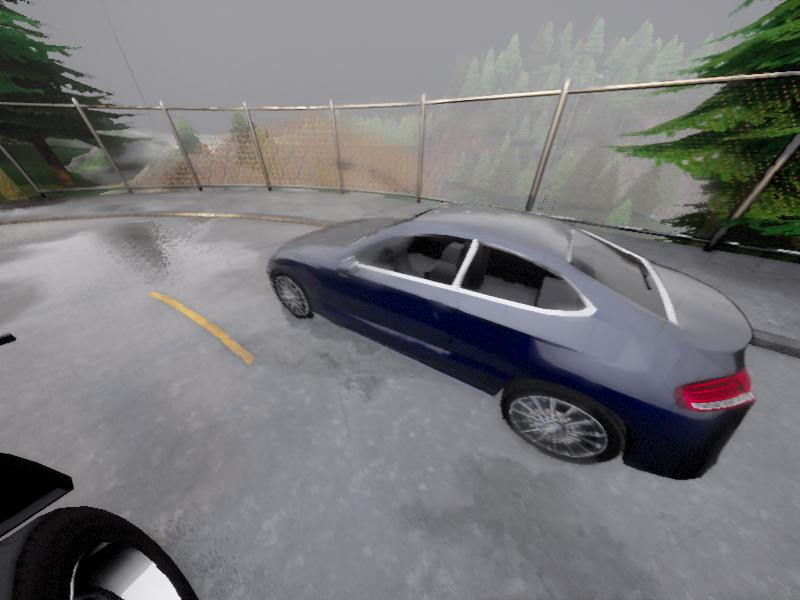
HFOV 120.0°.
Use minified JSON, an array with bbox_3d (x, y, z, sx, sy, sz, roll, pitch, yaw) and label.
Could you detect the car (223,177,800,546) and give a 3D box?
[{"bbox_3d":[0.498,-0.314,2.955,5.027,1.651,2.152,21,40,26],"label":"car"}]
